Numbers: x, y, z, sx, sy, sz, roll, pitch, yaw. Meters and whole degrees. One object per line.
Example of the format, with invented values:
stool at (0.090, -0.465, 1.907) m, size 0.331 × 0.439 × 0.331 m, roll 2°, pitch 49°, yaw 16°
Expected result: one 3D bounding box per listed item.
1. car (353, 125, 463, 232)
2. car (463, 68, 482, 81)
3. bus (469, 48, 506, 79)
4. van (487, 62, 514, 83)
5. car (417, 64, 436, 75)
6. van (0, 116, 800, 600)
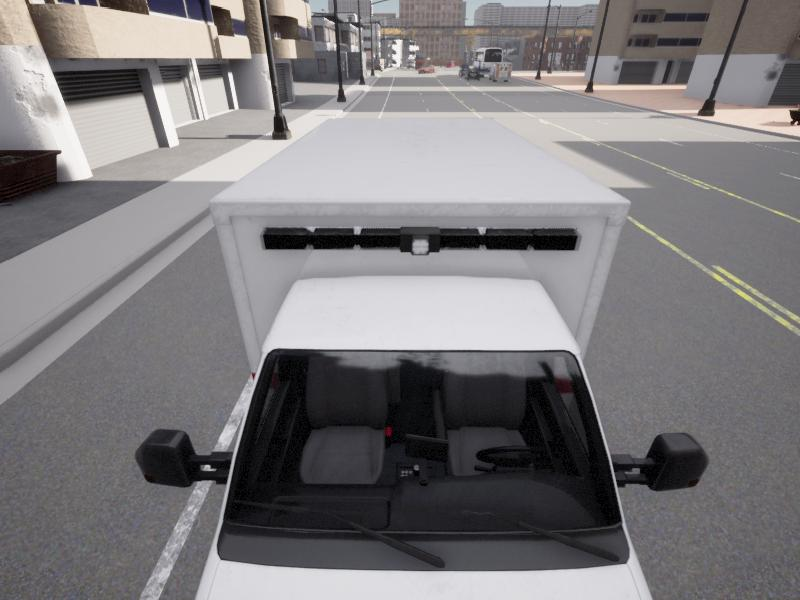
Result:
car at (0.182, -3.330, 10.226) m, size 2.128 × 1.511 × 4.902 m, roll 0°, pitch 30°, yaw 0°
car at (11.225, -35.004, 62.117) m, size 2.128 × 1.511 × 4.902 m, roll 0°, pitch 32°, yaw 0°
bus at (14.673, -40.329, 67.956) m, size 3.944 × 4.253 × 10.273 m, roll 0°, pitch 32°, yaw 0°
van at (14.699, -33.727, 59.163) m, size 2.351 × 2.431 × 6.366 m, roll 0°, pitch 32°, yaw 0°
car at (5.251, -45.755, 79.361) m, size 2.242 × 1.667 × 4.611 m, roll 13°, pitch 34°, yaw 20°
van at (0.109, 0.011, 3.604) m, size 2.351 × 2.431 × 6.366 m, roll 0°, pitch 30°, yaw 0°
